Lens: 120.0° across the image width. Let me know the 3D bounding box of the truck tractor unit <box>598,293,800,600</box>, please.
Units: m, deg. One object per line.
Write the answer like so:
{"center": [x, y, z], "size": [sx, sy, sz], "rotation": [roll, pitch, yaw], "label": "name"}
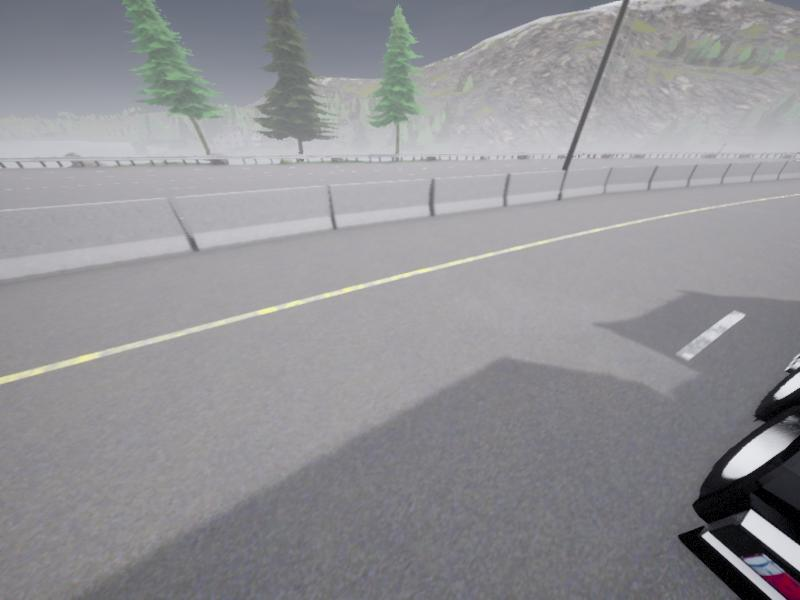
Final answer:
{"center": [5.160, -0.246, 0.720], "size": [6.516, 4.208, 3.053], "rotation": [-16, 38, -22], "label": "truck tractor unit"}
